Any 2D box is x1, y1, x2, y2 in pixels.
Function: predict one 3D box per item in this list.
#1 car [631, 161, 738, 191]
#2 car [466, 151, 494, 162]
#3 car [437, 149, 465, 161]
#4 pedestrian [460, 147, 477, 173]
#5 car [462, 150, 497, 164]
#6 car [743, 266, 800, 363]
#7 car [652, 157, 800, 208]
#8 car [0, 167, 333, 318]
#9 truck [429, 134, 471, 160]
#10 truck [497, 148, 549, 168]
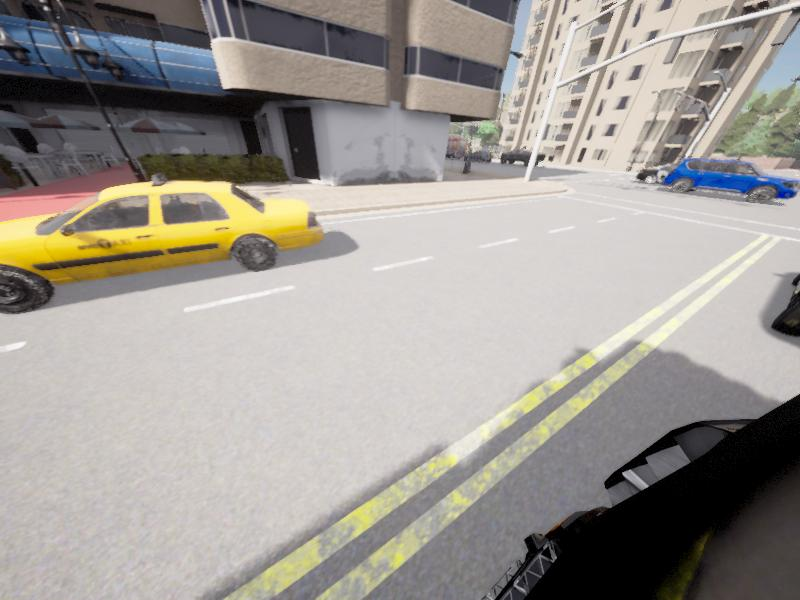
[{"bbox_3d":[22.981,-10.364,19.110,5.238,1.638,1.930,25,41,30],"label":"car"},{"bbox_3d":[13.924,-25.147,40.536,1.994,1.385,4.181,-16,38,-25],"label":"car"},{"bbox_3d":[9.032,-26.171,41.598,2.128,1.511,4.902,-17,39,-26],"label":"car"},{"bbox_3d":[5.975,-12.260,20.280,0.751,1.860,0.751,-16,38,-25],"label":"pedestrian"},{"bbox_3d":[12.512,-22.763,36.702,2.033,1.649,4.856,-17,39,-26],"label":"car"},{"bbox_3d":[7.360,-0.125,3.107,4.514,1.525,2.007,-16,38,-25],"label":"car"},{"bbox_3d":[20.234,-7.482,14.326,2.150,2.045,5.566,-17,38,-26],"label":"car"},{"bbox_3d":[-4.206,-1.316,4.055,5.366,1.575,1.801,-16,38,-25],"label":"car"},{"bbox_3d":[9.597,-30.563,46.043,2.891,3.827,8.468,-16,38,-25],"label":"truck"},{"bbox_3d":[18.077,-21.259,34.430,2.390,2.098,6.274,-17,39,-26],"label":"truck"}]
